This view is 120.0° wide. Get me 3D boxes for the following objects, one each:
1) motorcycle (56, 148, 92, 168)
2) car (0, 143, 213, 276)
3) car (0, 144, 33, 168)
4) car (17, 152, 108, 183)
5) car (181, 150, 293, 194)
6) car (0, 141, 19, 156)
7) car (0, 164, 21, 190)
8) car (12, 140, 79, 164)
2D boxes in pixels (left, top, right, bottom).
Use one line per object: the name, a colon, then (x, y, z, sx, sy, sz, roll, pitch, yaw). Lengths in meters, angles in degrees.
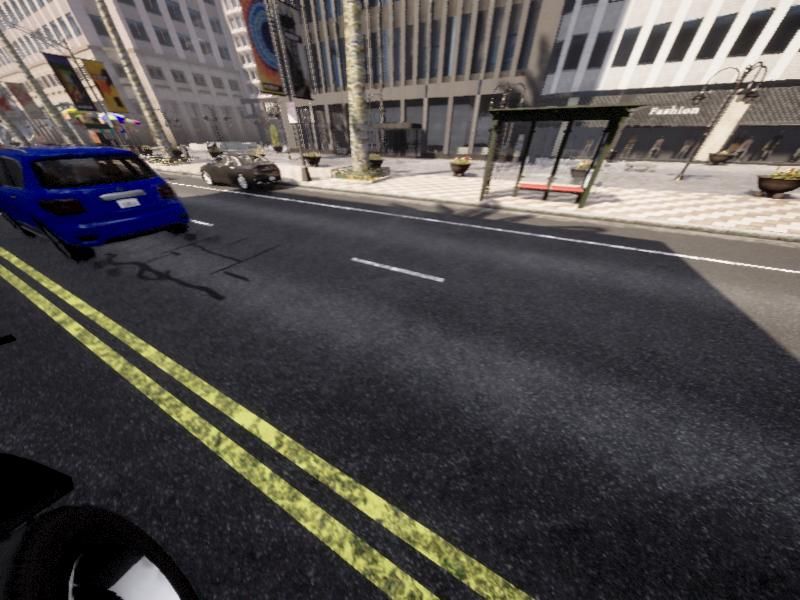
motorcycle: (-28.194, -12.341, 20.042, 0.764, 1.277, 2.356, -21, 41, -27)
car: (-7.899, -2.592, 5.716, 5.566, 2.045, 2.150, 16, 39, 21)
car: (-34.485, -12.382, 19.818, 5.008, 1.535, 1.882, 16, 39, 21)
car: (-21.078, -8.390, 14.458, 4.718, 1.301, 1.895, 16, 39, 21)
car: (-8.424, -6.818, 12.070, 4.892, 1.521, 2.231, 16, 39, 21)
car: (-54.226, -20.304, 30.931, 4.792, 1.488, 2.163, 16, 39, 21)
car: (-21.682, -6.534, 11.350, 3.866, 1.878, 1.905, 16, 39, 21)
car: (-34.710, -14.562, 22.654, 4.553, 1.767, 2.185, 16, 39, 21)
